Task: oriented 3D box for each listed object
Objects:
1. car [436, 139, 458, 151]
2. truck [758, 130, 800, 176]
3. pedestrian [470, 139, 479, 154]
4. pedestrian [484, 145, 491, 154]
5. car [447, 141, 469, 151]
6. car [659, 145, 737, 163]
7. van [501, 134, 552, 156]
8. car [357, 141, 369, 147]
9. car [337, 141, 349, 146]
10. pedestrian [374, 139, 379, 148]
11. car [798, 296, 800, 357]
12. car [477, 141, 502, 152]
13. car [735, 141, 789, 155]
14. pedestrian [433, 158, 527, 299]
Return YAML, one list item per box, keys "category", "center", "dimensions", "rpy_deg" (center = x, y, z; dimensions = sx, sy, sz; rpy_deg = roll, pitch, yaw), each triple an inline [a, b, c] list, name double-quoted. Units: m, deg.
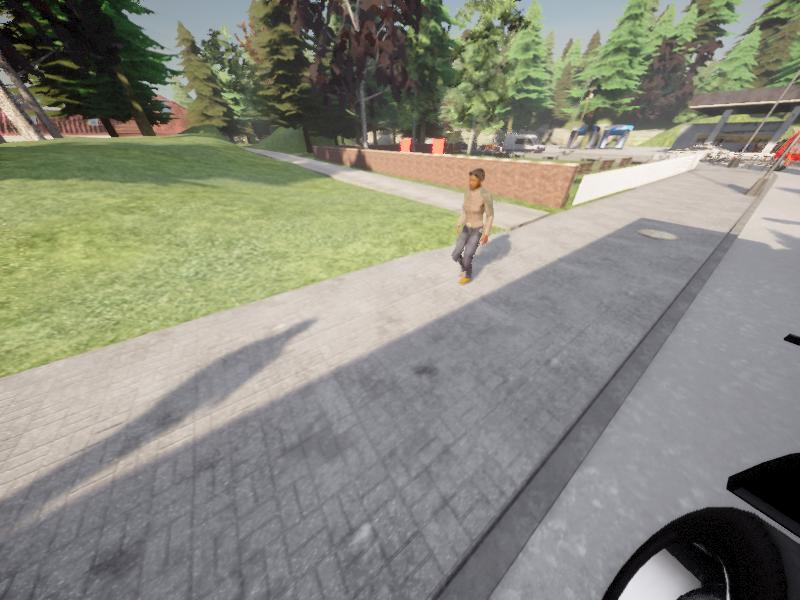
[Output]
- category: "car"
  center: [9.062, -30.147, 44.958]
  dimensions: [1.905, 1.878, 3.866]
  rpy_deg: [-22, 40, -28]
- category: "truck"
  center: [28.294, -9.589, 15.146]
  dimensions: [2.627, 2.467, 5.204]
  rpy_deg: [18, 40, 21]
- category: "pedestrian"
  center: [11.249, -23.271, 34.991]
  dimensions: [0.751, 1.860, 0.751]
  rpy_deg: [-19, 39, -25]
- category: "pedestrian"
  center: [13.052, -22.441, 34.460]
  dimensions: [0.500, 1.100, 0.500]
  rpy_deg: [-11, 37, -15]
- category: "car"
  center: [11.798, -31.684, 47.476]
  dimensions: [1.816, 1.474, 4.193]
  rpy_deg: [-22, 40, -27]
- category: "car"
  center: [31.232, -15.514, 24.426]
  dimensions: [1.812, 1.442, 4.674]
  rpy_deg: [-17, 39, -23]
- category: "van"
  center: [18.335, -22.787, 33.884]
  dimensions: [1.988, 2.561, 5.915]
  rpy_deg: [-22, 41, -28]
- category: "car"
  center: [-12.127, -51.302, 75.833]
  dimensions: [1.837, 1.490, 4.892]
  rpy_deg: [-22, 41, -28]
- category: "car"
  center: [-19.255, -53.179, 78.472]
  dimensions: [2.038, 1.542, 4.974]
  rpy_deg: [-22, 41, -28]
- category: "pedestrian"
  center: [-5.911, -38.975, 57.391]
  dimensions: [0.751, 1.860, 0.751]
  rpy_deg: [-26, 43, -32]
- category: "car"
  center: [7.266, -0.095, 2.800]
  dimensions: [4.181, 1.385, 1.994]
  rpy_deg: [-22, 41, -28]
- category: "car"
  center: [16.330, -28.055, 42.225]
  dimensions: [1.789, 1.549, 3.705]
  rpy_deg: [-22, 41, -28]
- category: "car"
  center: [49.500, -20.859, 31.673]
  dimensions: [1.845, 1.501, 3.633]
  rpy_deg: [-22, 41, -28]
- category: "pedestrian"
  center: [1.103, -1.073, 3.585]
  dimensions: [0.751, 1.860, 0.751]
  rpy_deg: [-18, 39, -23]
